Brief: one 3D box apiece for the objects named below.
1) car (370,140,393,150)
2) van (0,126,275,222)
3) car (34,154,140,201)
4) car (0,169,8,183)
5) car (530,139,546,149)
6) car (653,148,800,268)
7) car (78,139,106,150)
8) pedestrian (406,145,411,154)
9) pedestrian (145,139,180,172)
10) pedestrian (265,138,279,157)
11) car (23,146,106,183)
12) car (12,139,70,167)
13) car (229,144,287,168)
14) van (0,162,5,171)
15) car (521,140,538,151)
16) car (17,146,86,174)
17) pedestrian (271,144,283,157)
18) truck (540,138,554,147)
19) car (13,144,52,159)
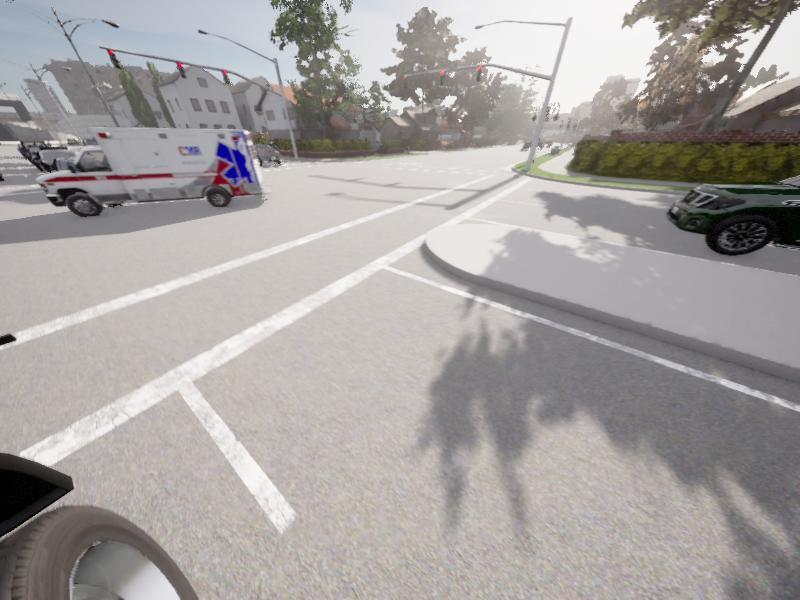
[{"bbox_3d":[-3.417,-28.288,42.100,3.806,1.475,1.970,22,41,28],"label":"car"},{"bbox_3d":[-8.459,-4.776,8.490,6.366,2.431,2.351,-14,38,-19],"label":"van"},{"bbox_3d":[-15.169,-6.080,11.172,5.357,1.411,2.033,22,41,28],"label":"car"},{"bbox_3d":[-24.674,-7.484,13.093,4.181,1.385,1.994,22,41,28],"label":"car"},{"bbox_3d":[34.919,-39.443,58.357,2.150,2.045,5.566,22,41,27],"label":"car"},{"bbox_3d":[9.762,-1.804,4.781,5.566,2.045,2.150,22,41,28],"label":"car"},{"bbox_3d":[-57.837,-29.225,43.372,4.856,1.649,2.033,22,41,28],"label":"car"},{"bbox_3d":[1.334,-23.371,35.800,0.500,1.100,0.500,23,41,29],"label":"pedestrian"},{"bbox_3d":[-16.430,-10.005,16.012,0.751,1.860,0.751,13,37,17],"label":"pedestrian"},{"bbox_3d":[-15.253,-18.133,27.546,0.751,1.860,0.751,17,39,23],"label":"pedestrian"},{"bbox_3d":[-21.097,-8.627,14.510,5.238,1.638,1.930,22,40,27],"label":"car"},{"bbox_3d":[-32.089,-13.194,20.658,3.866,1.878,1.905,23,41,27],"label":"car"},{"bbox_3d":[-13.187,-13.459,21.453,5.027,1.651,2.152,22,41,28],"label":"car"},{"bbox_3d":[-32.839,-11.101,17.550,4.480,2.038,2.069,23,41,27],"label":"van"},{"bbox_3d":[28.542,-34.055,50.824,1.932,1.855,4.605,22,41,27],"label":"car"},{"bbox_3d":[-26.867,-10.893,17.808,4.792,1.488,2.163,22,41,28],"label":"car"},{"bbox_3d":[-15.310,-18.639,28.749,0.751,1.300,0.751,22,41,28],"label":"pedestrian"},{"bbox_3d":[44.348,-47.379,69.515,2.390,2.098,6.274,22,41,27],"label":"truck"},{"bbox_3d":[-43.339,-17.541,27.235,4.718,1.301,1.895,22,41,28],"label":"car"}]
